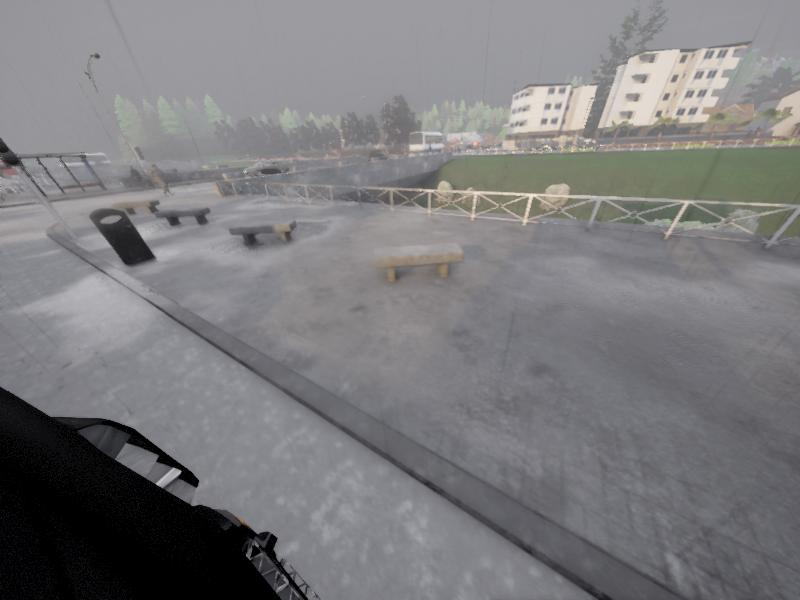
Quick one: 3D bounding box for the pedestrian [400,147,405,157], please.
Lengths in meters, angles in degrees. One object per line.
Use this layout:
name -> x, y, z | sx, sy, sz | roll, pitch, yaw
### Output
pedestrian -> 0.489, -34.080, 53.157 | 0.751, 1.860, 0.751 | 24, 42, 34

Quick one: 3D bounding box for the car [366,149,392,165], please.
car -> -3.156, -21.706, 35.065 | 1.905, 1.878, 3.866 | 16, 38, 26

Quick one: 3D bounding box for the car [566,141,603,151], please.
car -> 35.537, -29.850, 44.767 | 5.357, 1.411, 2.033 | 16, 38, 26

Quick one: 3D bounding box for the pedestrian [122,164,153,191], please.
pedestrian -> -21.308, -9.945, 18.787 | 0.751, 1.860, 0.751 | 10, 36, 19

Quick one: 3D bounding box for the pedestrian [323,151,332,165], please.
pedestrian -> -11.889, -23.272, 37.883 | 0.751, 1.860, 0.751 | 19, 39, 29

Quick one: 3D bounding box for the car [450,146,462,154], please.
car -> 14.694, -39.256, 60.330 | 1.789, 1.549, 3.705 | 16, 38, 26

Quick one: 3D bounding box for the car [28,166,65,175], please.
car -> -91.714, -33.660, 60.037 | 2.033, 1.649, 4.856 | 16, 38, 26

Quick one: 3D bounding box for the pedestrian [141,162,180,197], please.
pedestrian -> -14.958, -7.525, 14.464 | 0.751, 1.860, 0.751 | 10, 36, 19

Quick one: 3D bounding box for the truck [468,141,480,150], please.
truck -> 27.132, -56.387, 84.276 | 2.627, 2.467, 5.204 | 16, 38, 26

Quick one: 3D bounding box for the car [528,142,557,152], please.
car -> 29.422, -31.572, 47.731 | 4.892, 1.490, 1.837 | 17, 38, 27

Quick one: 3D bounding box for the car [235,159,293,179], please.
car -> -14.707, -14.416, 25.352 | 2.128, 1.511, 4.902 | 17, 38, 27

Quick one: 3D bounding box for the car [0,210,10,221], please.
car -> -21.100, -3.697, 9.879 | 1.994, 1.385, 4.181 | 15, 37, 25

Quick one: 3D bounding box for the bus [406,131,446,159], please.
bus -> 5.491, -31.443, 46.887 | 3.944, 4.253, 10.273 | 16, 38, 26

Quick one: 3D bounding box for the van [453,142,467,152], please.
van -> 18.970, -48.287, 72.776 | 2.351, 2.431, 6.366 | 16, 38, 26
